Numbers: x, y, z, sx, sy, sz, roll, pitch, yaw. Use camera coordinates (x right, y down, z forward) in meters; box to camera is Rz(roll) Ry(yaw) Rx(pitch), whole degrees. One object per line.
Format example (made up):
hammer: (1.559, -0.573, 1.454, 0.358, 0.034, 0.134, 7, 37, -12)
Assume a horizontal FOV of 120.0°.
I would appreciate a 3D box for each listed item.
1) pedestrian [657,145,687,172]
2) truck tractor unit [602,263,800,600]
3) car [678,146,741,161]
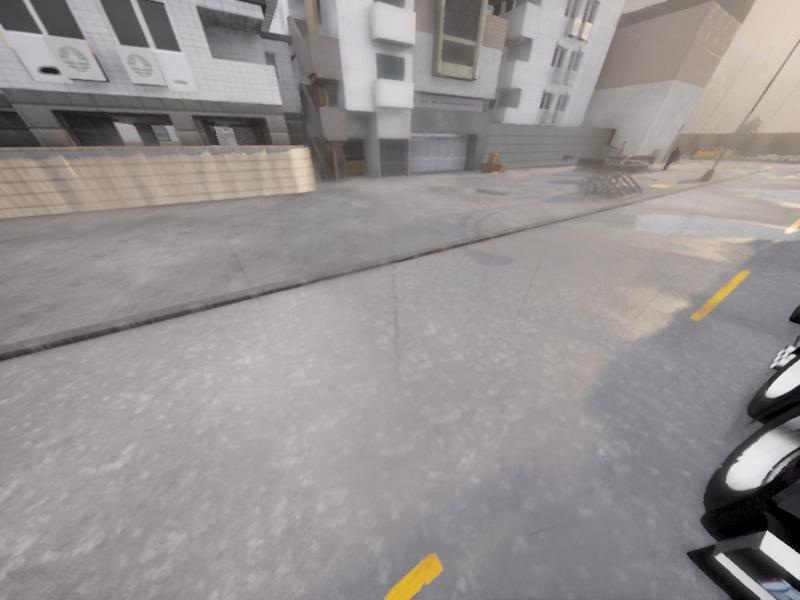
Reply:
pedestrian: (22.645, -11.808, 19.243, 0.751, 1.860, 0.751, -20, 39, -26)
truck tractor unit: (5.114, -0.294, 0.796, 6.516, 4.208, 3.053, -18, 39, -24)
car: (44.391, -21.180, 33.326, 1.882, 1.535, 5.008, -18, 39, -24)
